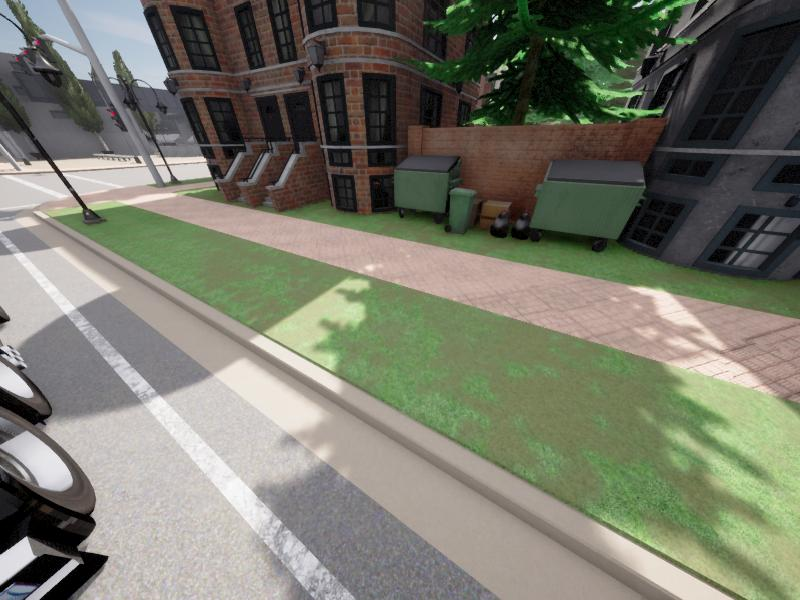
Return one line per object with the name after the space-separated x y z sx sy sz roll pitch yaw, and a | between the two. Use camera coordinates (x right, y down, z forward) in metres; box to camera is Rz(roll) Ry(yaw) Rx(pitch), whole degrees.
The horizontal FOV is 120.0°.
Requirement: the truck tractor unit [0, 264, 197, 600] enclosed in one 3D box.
-5.112 -0.300 0.779 6.516 4.208 3.053 18 39 24 | truck tractor unit
